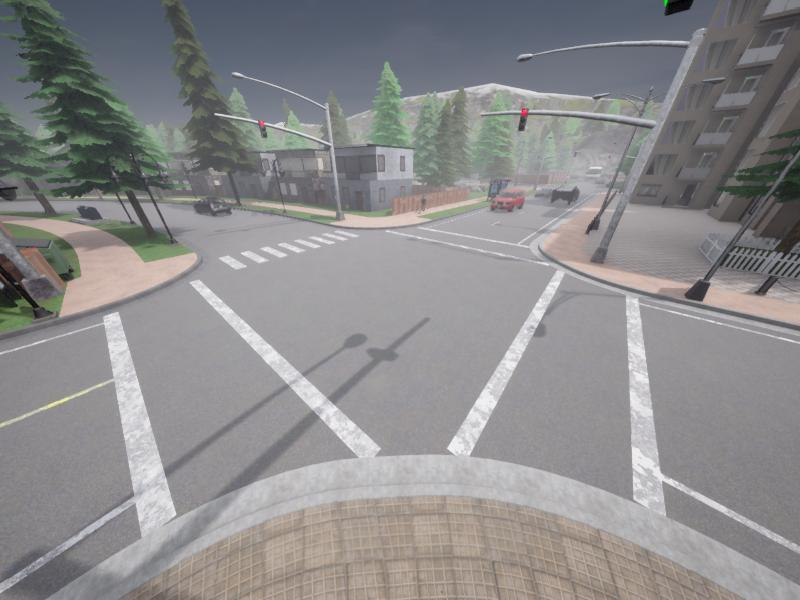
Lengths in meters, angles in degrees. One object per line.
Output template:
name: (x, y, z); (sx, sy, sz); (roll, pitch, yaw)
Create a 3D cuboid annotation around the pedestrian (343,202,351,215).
pedestrian: (-5.151, -8.902, 22.505); (0.500, 1.100, 0.500); (-22, 37, -33)

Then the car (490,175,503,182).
car: (29.590, -37.325, 71.038); (1.932, 1.855, 4.605); (23, 37, 34)

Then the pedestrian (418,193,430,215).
pedestrian: (2.325, -9.336, 22.523); (0.751, 1.860, 0.751); (20, 36, 31)

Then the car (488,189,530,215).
car: (12.117, -11.028, 25.625); (2.150, 2.045, 5.566); (24, 37, 35)

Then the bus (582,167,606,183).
bus: (63.247, -40.978, 75.294); (3.944, 4.253, 10.273); (24, 37, 35)

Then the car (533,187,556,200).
car: (22.626, -16.715, 36.149); (1.994, 1.385, 4.181); (24, 37, 35)

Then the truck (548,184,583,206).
truck: (22.367, -14.233, 31.120); (2.390, 2.098, 6.274); (24, 38, 35)

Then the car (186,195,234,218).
car: (-19.254, -9.568, 23.493); (3.988, 1.617, 1.851); (15, 33, 24)
